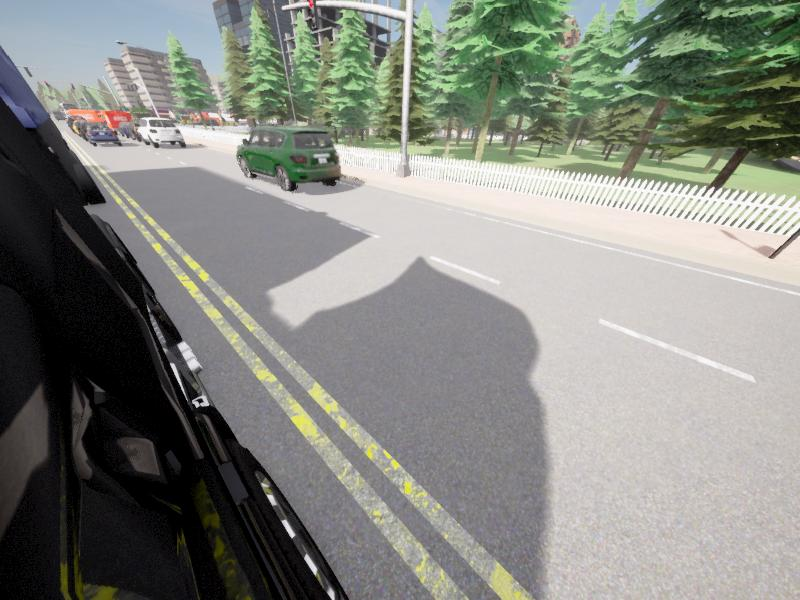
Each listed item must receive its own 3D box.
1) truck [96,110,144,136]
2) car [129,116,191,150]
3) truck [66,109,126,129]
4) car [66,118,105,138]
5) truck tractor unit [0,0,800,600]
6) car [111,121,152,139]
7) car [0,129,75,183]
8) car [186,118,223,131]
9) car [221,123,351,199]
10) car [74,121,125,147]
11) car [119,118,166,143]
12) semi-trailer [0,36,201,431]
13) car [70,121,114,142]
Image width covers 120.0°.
[{"bbox_3d":[-36.383,-22.979,29.998,5.204,2.467,2.627,28,44,30],"label":"truck"},{"bbox_3d":[-20.939,-14.594,20.119,5.566,2.045,2.150,28,44,30],"label":"car"},{"bbox_3d":[-52.815,-31.515,40.369,5.204,2.467,2.627,-9,38,-15],"label":"truck"},{"bbox_3d":[-35.187,-19.244,25.826,5.366,1.575,1.801,28,44,30],"label":"car"},{"bbox_3d":[-2.645,-0.295,0.351,6.516,4.208,3.053,28,44,30],"label":"truck tractor unit"},{"bbox_3d":[-31.513,-19.984,27.128,4.792,1.488,2.163,28,44,30],"label":"car"},{"bbox_3d":[-15.558,-6.030,9.508,3.806,1.475,1.970,28,44,30],"label":"car"},{"bbox_3d":[-43.670,-39.380,51.808,2.150,2.045,5.566,27,43,29],"label":"car"},{"bbox_3d":[-4.798,-6.019,9.674,5.566,2.045,2.150,28,44,30],"label":"car"},{"bbox_3d":[-24.990,-13.813,19.232,3.705,1.549,1.789,28,44,30],"label":"car"},{"bbox_3d":[-26.500,-17.482,23.768,4.605,1.855,1.932,28,44,30],"label":"car"},{"bbox_3d":[-8.660,-3.632,4.262,14.254,4.402,2.717,29,44,30],"label":"semi-trailer"},{"bbox_3d":[-29.837,-16.356,22.390,4.193,1.474,1.816,28,44,30],"label":"car"}]
